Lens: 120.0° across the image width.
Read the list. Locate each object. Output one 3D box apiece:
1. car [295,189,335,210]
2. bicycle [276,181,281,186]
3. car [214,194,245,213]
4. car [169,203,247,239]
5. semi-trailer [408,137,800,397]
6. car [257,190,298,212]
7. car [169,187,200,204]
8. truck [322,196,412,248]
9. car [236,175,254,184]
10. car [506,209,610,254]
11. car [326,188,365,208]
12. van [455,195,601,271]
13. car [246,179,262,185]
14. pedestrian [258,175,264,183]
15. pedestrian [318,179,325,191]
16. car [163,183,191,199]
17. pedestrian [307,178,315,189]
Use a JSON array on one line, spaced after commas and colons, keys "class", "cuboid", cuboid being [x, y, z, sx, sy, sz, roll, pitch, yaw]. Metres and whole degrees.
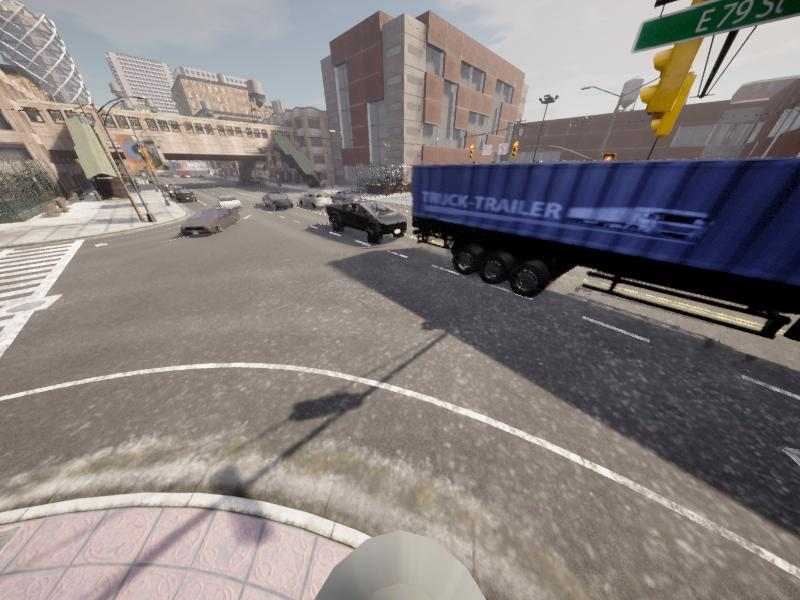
[{"class": "car", "cuboid": [-9.682, -11.460, 26.183, 2.242, 1.667, 4.611, -26, 39, -37]}, {"class": "bicycle", "cuboid": [-27.647, -26.484, 52.524, 1.643, 1.024, 0.373, 27, 29, 38]}, {"class": "car", "cuboid": [-18.285, -10.415, 24.750, 1.895, 1.301, 4.718, -22, 36, -33]}, {"class": "car", "cuboid": [-13.539, -5.897, 16.825, 2.033, 1.411, 5.357, -5, 30, -9]}, {"class": "semi-trailer", "cuboid": [6.184, -1.987, 7.016, 2.717, 4.402, 14.254, -24, 38, -36]}, {"class": "car", "cuboid": [-13.399, -10.838, 25.136, 1.930, 1.638, 5.238, -26, 39, -37]}, {"class": "car", "cuboid": [-28.751, -14.010, 30.735, 2.097, 1.535, 5.008, -27, 39, -38]}, {"class": "truck", "cuboid": [-2.345, -5.441, 15.330, 2.390, 2.098, 6.274, -26, 39, -37]}, {"class": "car", "cuboid": [-42.132, -32.797, 62.773, 2.435, 2.045, 5.566, -27, 39, -38]}, {"class": "car", "cuboid": [9.180, -4.232, 13.809, 2.007, 1.525, 4.514, -25, 38, -36]}, {"class": "car", "cuboid": [-6.577, -12.364, 27.794, 2.033, 1.649, 4.856, -26, 39, -37]}, {"class": "van", "cuboid": [6.068, -3.805, 12.056, 1.988, 2.561, 5.915, -25, 38, -37]}, {"class": "car", "cuboid": [-36.902, -29.865, 58.427, 1.895, 1.301, 4.718, -27, 39, -38]}, {"class": "pedestrian", "cuboid": [-37.363, -32.432, 61.966, 0.751, 1.860, 0.751, -26, 39, -38]}, {"class": "pedestrian", "cuboid": [-14.184, -20.737, 41.710, 0.751, 1.860, 0.751, -25, 38, -36]}, {"class": "car", "cuboid": [-33.366, -16.355, 34.546, 2.185, 1.767, 4.553, -27, 39, -38]}, {"class": "pedestrian", "cuboid": [-17.256, -22.538, 44.829, 0.751, 1.860, 0.751, 25, 38, 36]}]
